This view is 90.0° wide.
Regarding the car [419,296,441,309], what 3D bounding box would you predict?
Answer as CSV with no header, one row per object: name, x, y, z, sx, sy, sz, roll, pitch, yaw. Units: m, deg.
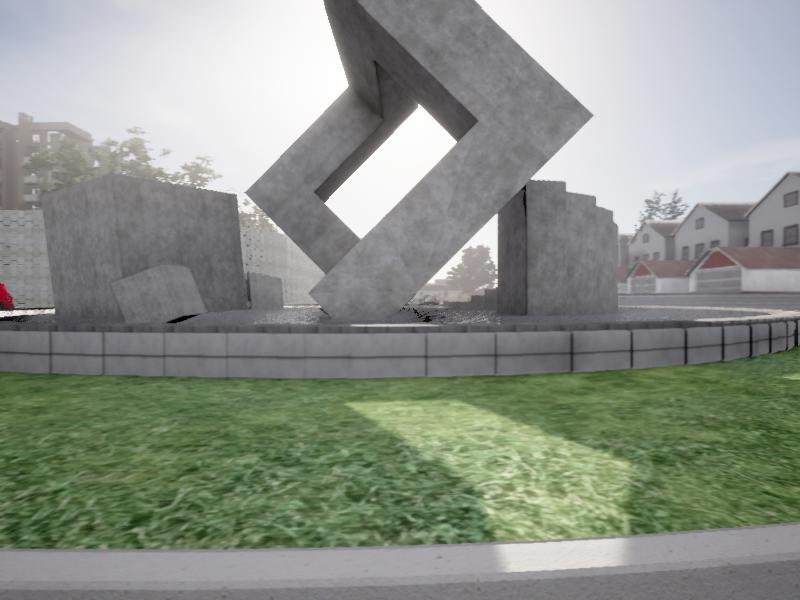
car,3.568,0.309,48.363,2.038,1.542,4.974,0,0,-4

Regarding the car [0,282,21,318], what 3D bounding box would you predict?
car,-23.950,0.021,21.128,2.150,2.045,5.566,0,0,8

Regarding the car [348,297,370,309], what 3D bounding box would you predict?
car,-4.923,0.356,48.722,1.812,1.442,4.674,0,0,5
